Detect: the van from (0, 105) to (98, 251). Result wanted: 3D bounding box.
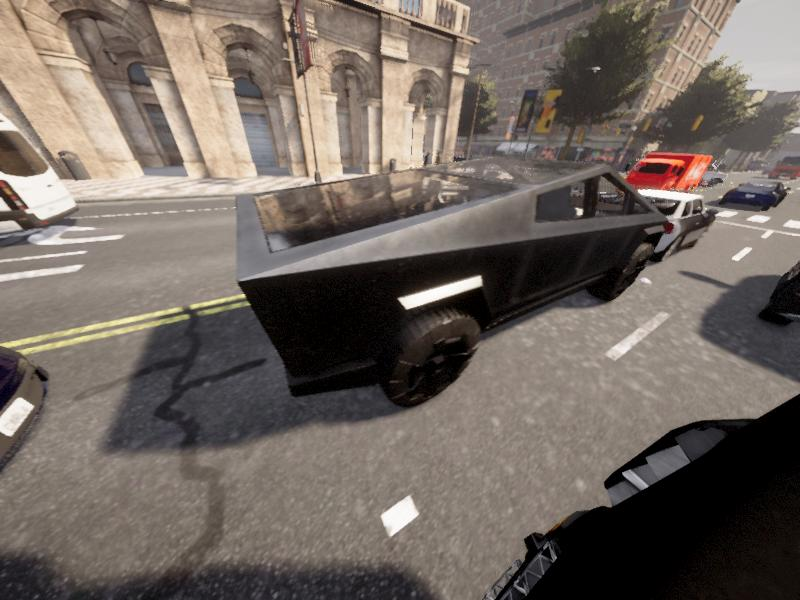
[{"bbox_3d":[-10.714,-2.075,3.959,5.915,2.561,1.988,-16,38,-26],"label":"van"}]

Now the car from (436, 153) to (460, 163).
[{"bbox_3d":[9.211,-27.438,44.618,1.895,1.301,4.718,-16,38,-26],"label":"car"}]

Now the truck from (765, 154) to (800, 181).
[{"bbox_3d":[70.530,-23.910,41.576,8.468,3.827,2.891,-16,38,-26],"label":"truck"}]

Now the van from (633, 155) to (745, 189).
[{"bbox_3d":[28.869,-13.113,23.555,6.366,2.431,2.351,14,35,16],"label":"van"}]

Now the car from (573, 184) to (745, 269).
[{"bbox_3d":[7.332,-2.325,6.629,3.806,1.475,1.970,-16,38,-26],"label":"car"}]

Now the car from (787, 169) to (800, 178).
[{"bbox_3d":[89.771,-28.561,52.047,5.366,1.575,1.801,-16,38,-26],"label":"car"}]

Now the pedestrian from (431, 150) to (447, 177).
[{"bbox_3d":[3.164,-11.084,18.800,0.751,1.860,0.751,-13,37,-23],"label":"pedestrian"}]

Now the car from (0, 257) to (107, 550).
[{"bbox_3d":[-4.346,1.011,0.707,3.633,1.501,1.845,-16,38,-26],"label":"car"}]

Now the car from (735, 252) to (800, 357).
[{"bbox_3d":[7.852,-0.290,3.477,4.856,1.649,2.033,-16,38,-26],"label":"car"}]

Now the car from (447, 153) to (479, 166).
[{"bbox_3d":[10.103,-22.766,37.478,2.128,1.511,4.902,-16,38,-26],"label":"car"}]

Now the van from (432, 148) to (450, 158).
[{"bbox_3d":[10.820,-38.907,61.276,2.069,2.038,4.480,-16,38,-26],"label":"van"}]

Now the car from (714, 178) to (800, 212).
[{"bbox_3d":[21.416,-6.376,13.849,4.181,1.385,1.994,-16,38,-26],"label":"car"}]

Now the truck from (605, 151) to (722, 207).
[{"bbox_3d":[15.850,-7.410,13.989,5.204,2.467,2.627,-16,38,-25],"label":"truck"}]

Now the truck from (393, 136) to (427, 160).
[{"bbox_3d":[1.819,-32.008,48.646,2.891,3.827,8.468,-16,38,-26],"label":"truck"}]

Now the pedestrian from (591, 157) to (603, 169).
[{"bbox_3d":[34.815,-24.256,40.912,0.751,1.860,0.751,-15,38,-25],"label":"pedestrian"}]

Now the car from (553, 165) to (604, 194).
[{"bbox_3d":[13.043,-8.865,16.819,1.845,1.501,3.633,31,43,34],"label":"car"}]

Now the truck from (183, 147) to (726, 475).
[{"bbox_3d":[1.452,-0.873,3.454,6.274,2.098,2.390,-16,38,-26],"label":"truck"}]

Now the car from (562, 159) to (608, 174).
[{"bbox_3d":[28.797,-20.957,36.133,2.038,1.542,4.974,-20,40,-30],"label":"car"}]

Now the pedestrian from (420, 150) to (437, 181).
[{"bbox_3d":[2.007,-9.588,16.469,0.751,1.860,0.751,-5,34,-12],"label":"pedestrian"}]

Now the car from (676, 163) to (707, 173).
[{"bbox_3d":[66.104,-30.019,52.494,1.851,1.617,3.988,-24,42,-34],"label":"car"}]
